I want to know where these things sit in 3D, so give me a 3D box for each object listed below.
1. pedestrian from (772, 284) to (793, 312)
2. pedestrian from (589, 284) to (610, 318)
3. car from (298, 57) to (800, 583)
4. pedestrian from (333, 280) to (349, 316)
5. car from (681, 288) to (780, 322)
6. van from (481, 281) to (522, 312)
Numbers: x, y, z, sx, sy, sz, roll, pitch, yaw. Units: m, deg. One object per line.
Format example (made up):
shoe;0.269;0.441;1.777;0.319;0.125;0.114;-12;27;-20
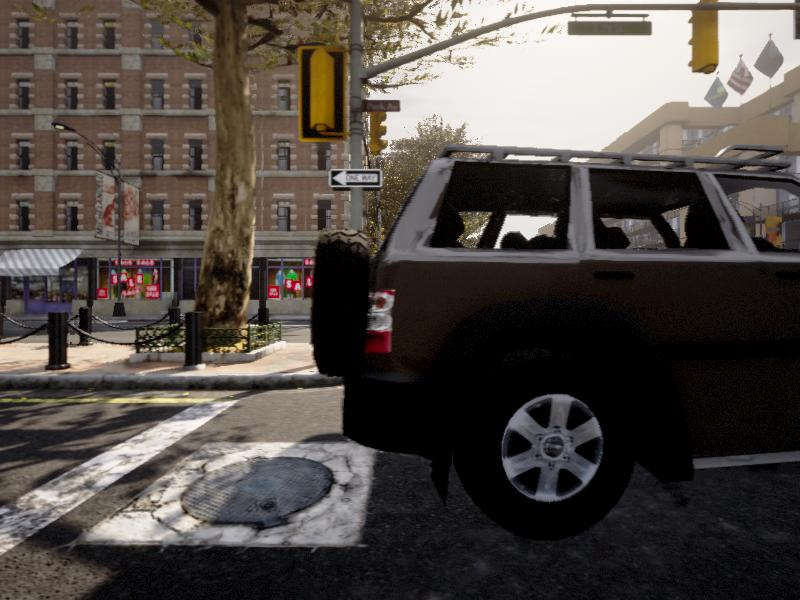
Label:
pedestrian;25.711;-0.114;26.914;0.751;1.860;0.751;0;0;-16
pedestrian;11.141;0.038;22.355;0.751;1.860;0.751;0;0;-19
car;1.789;0.054;2.693;4.605;1.855;1.932;0;0;-8
pedestrian;-3.081;-0.115;21.068;0.751;1.860;0.751;0;0;-1
car;16.057;0.218;19.723;1.789;1.549;3.705;0;0;0
van;8.910;-0.277;35.625;1.988;2.561;5.915;0;0;-1
